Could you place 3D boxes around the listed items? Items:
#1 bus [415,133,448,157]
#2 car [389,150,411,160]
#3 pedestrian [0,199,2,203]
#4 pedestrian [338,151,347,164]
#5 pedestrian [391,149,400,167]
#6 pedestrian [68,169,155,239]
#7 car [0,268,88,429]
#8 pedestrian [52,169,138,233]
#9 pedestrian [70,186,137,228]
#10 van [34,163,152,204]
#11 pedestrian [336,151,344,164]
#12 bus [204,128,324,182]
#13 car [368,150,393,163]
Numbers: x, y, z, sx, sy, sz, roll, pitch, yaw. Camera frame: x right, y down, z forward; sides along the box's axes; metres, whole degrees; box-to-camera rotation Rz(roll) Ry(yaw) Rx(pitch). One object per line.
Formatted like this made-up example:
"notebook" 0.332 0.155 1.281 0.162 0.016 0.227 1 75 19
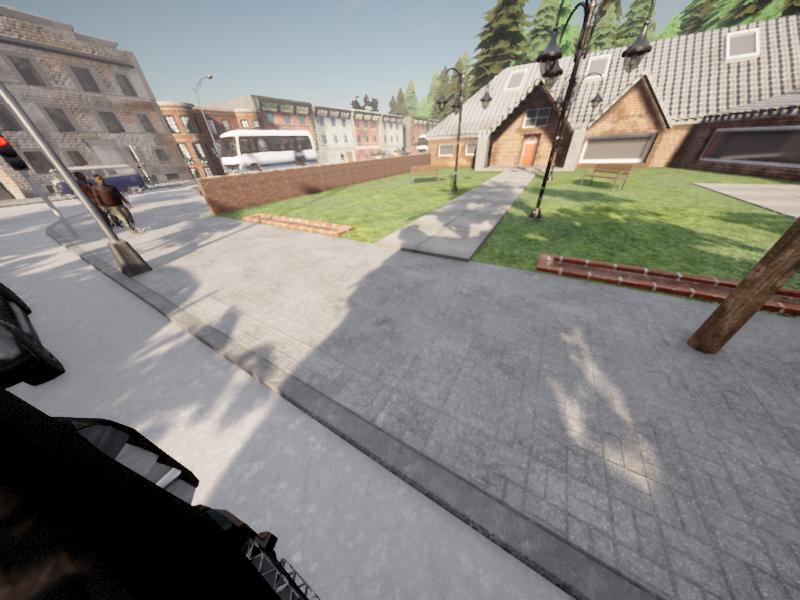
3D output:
"bus" 7.714 -37.601 56.118 3.944 4.253 10.273 16 38 26
"car" 0.077 -29.103 46.419 2.163 1.488 4.792 16 38 26
"pedestrian" -28.239 -7.483 15.474 0.751 1.860 0.751 19 39 30
"pedestrian" -9.585 -23.758 38.541 0.751 1.860 0.751 18 39 28
"pedestrian" -0.522 -17.051 27.742 0.751 1.860 0.751 16 38 25
"pedestrian" -8.825 -2.959 7.151 0.751 1.860 0.751 13 37 23
"car" -5.921 0.281 2.526 3.988 1.617 1.851 16 38 26
"pedestrian" -10.186 -3.325 7.806 0.751 1.860 0.751 7 35 14
"pedestrian" -10.926 -3.465 8.582 0.751 1.300 0.751 -1 34 3
"van" -21.420 -8.399 16.445 1.775 1.987 4.442 16 38 26
"pedestrian" -10.923 -25.864 41.903 0.751 1.860 0.751 22 41 32
"bus" -14.172 -16.337 25.781 3.944 4.253 10.273 16 39 26
"car" -3.404 -25.799 41.543 2.242 1.667 4.611 16 38 26
